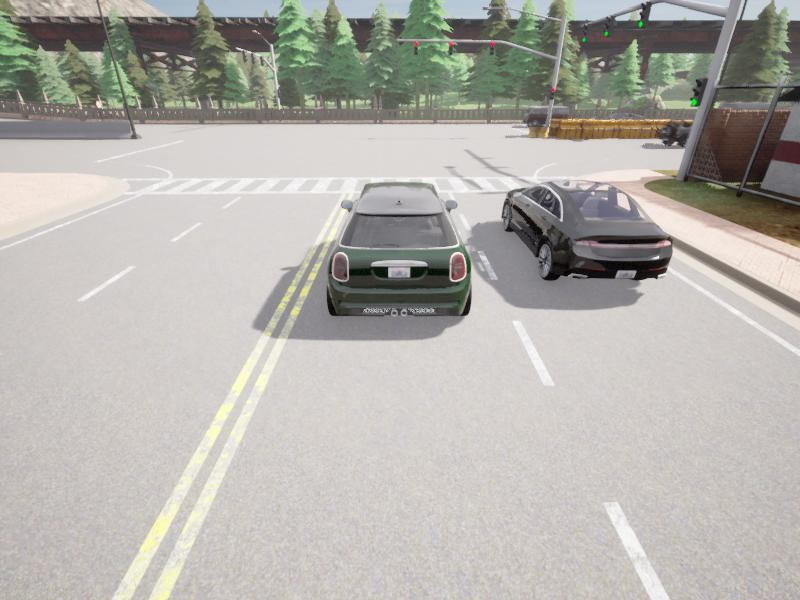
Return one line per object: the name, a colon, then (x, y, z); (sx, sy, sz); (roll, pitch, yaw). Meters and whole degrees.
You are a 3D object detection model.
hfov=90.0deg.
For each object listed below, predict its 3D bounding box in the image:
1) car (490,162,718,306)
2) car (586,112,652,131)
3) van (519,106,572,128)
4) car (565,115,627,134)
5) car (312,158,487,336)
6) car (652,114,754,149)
car: (3.489, -1.696, 8.261); (2.128, 1.511, 4.902); (0, 27, 0)
car: (20.689, -16.952, 37.953); (4.902, 1.511, 2.128); (-1, 27, -2)
van: (14.743, -18.673, 40.784); (4.442, 1.987, 1.775); (-1, 27, -2)
car: (16.945, -15.231, 34.760); (4.181, 1.385, 1.994); (-1, 27, -2)
car: (-0.013, -1.319, 7.218); (2.097, 1.767, 4.553); (0, 27, 0)
car: (19.051, -10.687, 25.364); (4.605, 1.855, 1.932); (-1, 27, -1)
